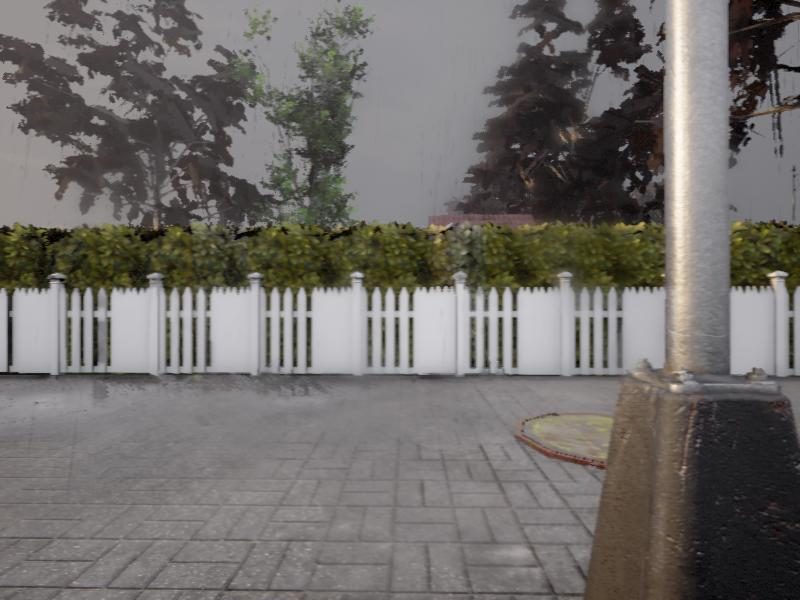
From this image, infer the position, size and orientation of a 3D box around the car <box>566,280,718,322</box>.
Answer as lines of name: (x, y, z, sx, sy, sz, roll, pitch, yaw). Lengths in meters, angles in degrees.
car: (8.418, 0.038, 14.219, 4.181, 1.381, 1.994, 0, 0, 1)
